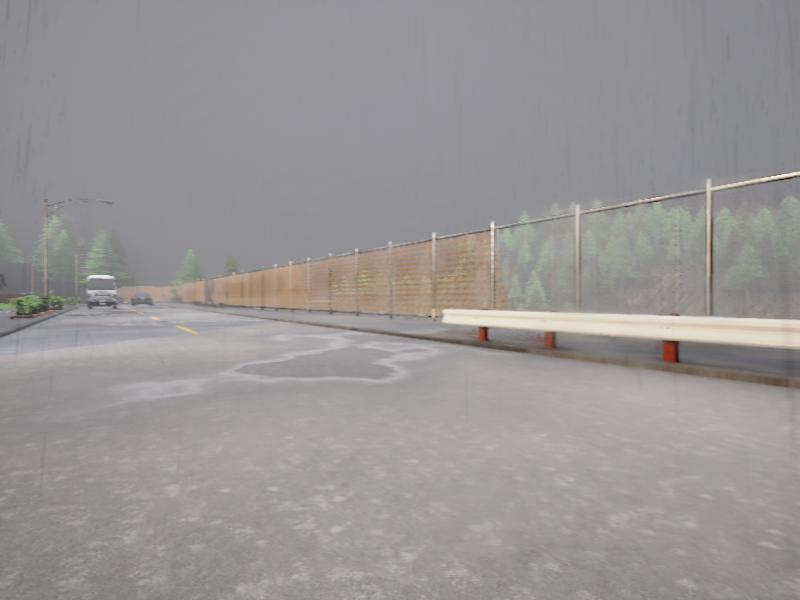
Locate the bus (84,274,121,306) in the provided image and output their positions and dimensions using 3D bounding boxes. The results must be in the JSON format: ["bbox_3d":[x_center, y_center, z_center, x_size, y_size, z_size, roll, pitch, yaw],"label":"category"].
[{"bbox_3d":[-43.411,-1.380,58.435,3.944,4.253,10.273,0,0,-37],"label":"bus"}]

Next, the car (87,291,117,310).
[{"bbox_3d":[-27.962,0.023,37.566,2.152,1.651,5.027,0,0,-37],"label":"car"}]
